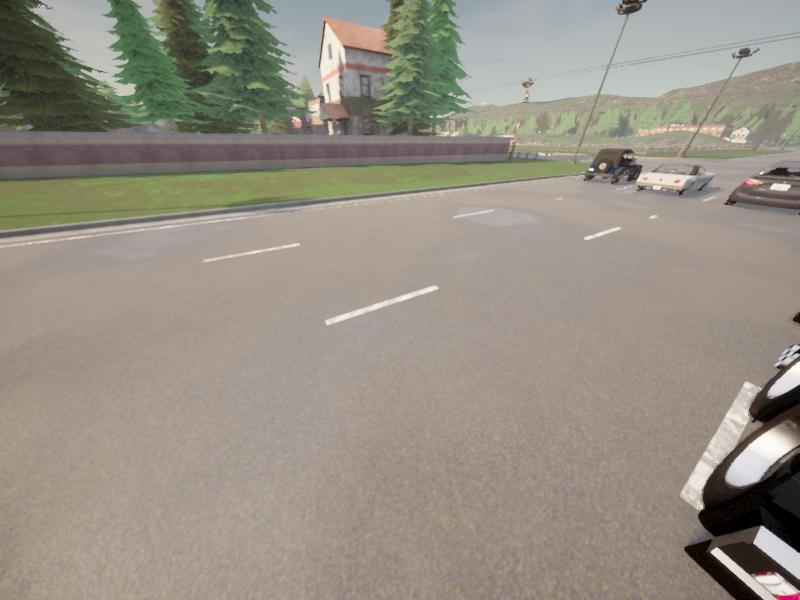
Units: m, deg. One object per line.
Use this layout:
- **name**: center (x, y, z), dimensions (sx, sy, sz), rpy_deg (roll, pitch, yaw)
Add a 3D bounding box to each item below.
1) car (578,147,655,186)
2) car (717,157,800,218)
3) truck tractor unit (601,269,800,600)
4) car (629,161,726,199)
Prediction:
- **car**: center (14.162, -8.855, 15.195), dimensions (3.866, 1.878, 1.905), rpy_deg (-18, 39, -24)
- **car**: center (16.184, -4.809, 9.590), dimensions (4.611, 1.667, 2.242), rpy_deg (-18, 39, -24)
- **truck tractor unit**: center (5.117, -0.295, 0.764), dimensions (6.516, 4.208, 3.053), rpy_deg (-18, 39, -24)
- **car**: center (14.888, -6.541, 12.394), dimensions (4.718, 1.301, 1.895), rpy_deg (-18, 39, -24)
